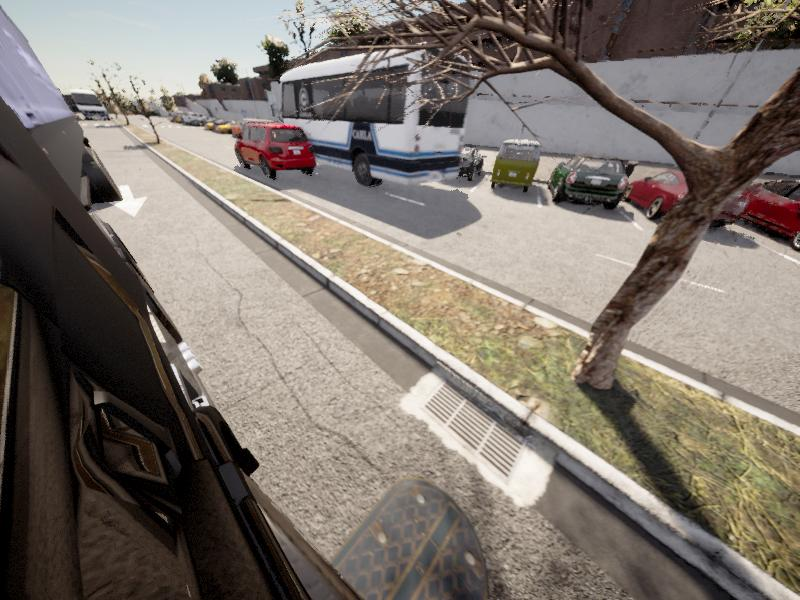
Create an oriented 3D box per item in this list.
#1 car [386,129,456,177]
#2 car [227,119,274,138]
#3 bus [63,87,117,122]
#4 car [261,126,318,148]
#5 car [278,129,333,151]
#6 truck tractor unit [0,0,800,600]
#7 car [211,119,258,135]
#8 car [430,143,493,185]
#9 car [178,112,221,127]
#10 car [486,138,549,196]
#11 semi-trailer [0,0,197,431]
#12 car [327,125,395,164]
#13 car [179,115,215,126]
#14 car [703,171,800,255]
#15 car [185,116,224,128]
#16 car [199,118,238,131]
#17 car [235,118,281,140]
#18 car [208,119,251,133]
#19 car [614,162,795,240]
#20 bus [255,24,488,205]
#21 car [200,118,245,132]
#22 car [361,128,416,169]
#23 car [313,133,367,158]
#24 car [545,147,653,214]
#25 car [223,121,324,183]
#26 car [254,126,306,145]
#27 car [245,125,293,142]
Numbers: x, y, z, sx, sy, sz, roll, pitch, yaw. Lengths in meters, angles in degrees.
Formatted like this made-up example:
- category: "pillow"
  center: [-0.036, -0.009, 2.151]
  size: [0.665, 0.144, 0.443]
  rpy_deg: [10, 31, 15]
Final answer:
- category: "car"
  center: [1.501, -9.386, 14.575]
  size: [2.435, 2.045, 5.566]
  rpy_deg: [18, 39, 18]
- category: "car"
  center: [-19.748, -22.749, 30.732]
  size: [2.185, 1.767, 4.553]
  rpy_deg: [18, 39, 17]
- category: "bus"
  center: [-56.668, -35.712, 42.465]
  size: [10.273, 4.253, 3.944]
  rpy_deg: [32, 46, 33]
- category: "car"
  center: [-11.319, -17.140, 24.285]
  size: [1.946, 1.575, 5.366]
  rpy_deg: [18, 39, 17]
- category: "car"
  center: [-9.137, -15.849, 22.815]
  size: [2.163, 1.488, 4.792]
  rpy_deg: [18, 39, 17]
- category: "truck tractor unit"
  center: [-2.645, -0.295, 0.351]
  size: [6.516, 4.208, 3.053]
  rpy_deg: [28, 44, 30]
- category: "car"
  center: [-24.059, -25.300, 33.873]
  size: [1.946, 1.575, 5.366]
  rpy_deg: [18, 39, 17]
- category: "car"
  center: [3.614, -7.864, 13.127]
  size: [2.231, 1.521, 4.892]
  rpy_deg: [17, 38, 18]
- category: "car"
  center: [-38.806, -35.156, 45.039]
  size: [2.435, 2.045, 5.566]
  rpy_deg: [18, 39, 18]
- category: "car"
  center: [5.798, -6.778, 11.467]
  size: [1.878, 1.987, 4.442]
  rpy_deg: [17, 38, 18]
- category: "semi-trailer"
  center: [-8.457, -3.782, 4.420]
  size: [14.254, 4.402, 2.717]
  rpy_deg: [31, 45, 32]
- category: "car"
  center: [-2.731, -12.086, 17.855]
  size: [2.435, 2.045, 5.566]
  rpy_deg: [17, 38, 18]
- category: "car"
  center: [-40.944, -36.295, 46.767]
  size: [2.097, 1.535, 5.008]
  rpy_deg: [18, 39, 17]
- category: "car"
  center: [12.115, -2.487, 6.647]
  size: [2.163, 1.488, 4.792]
  rpy_deg: [18, 39, 18]
- category: "car"
  center: [-36.698, -33.581, 43.573]
  size: [2.231, 1.521, 4.892]
  rpy_deg: [18, 39, 17]
- category: "car"
  center: [-30.352, -29.464, 38.808]
  size: [2.002, 1.452, 4.674]
  rpy_deg: [18, 39, 18]
- category: "car"
  center: [-17.644, -21.415, 29.007]
  size: [1.878, 1.987, 4.442]
  rpy_deg: [18, 39, 17]
- category: "car"
  center: [-26.097, -26.757, 35.644]
  size: [2.163, 1.488, 4.792]
  rpy_deg: [18, 39, 17]
- category: "car"
  center: [9.981, -3.836, 8.302]
  size: [2.002, 1.452, 4.674]
  rpy_deg: [17, 38, 18]
- category: "bus"
  center: [-2.100, -8.198, 10.887]
  size: [10.273, 4.253, 3.944]
  rpy_deg: [32, 46, 33]
- category: "car"
  center: [-28.300, -28.037, 37.054]
  size: [1.946, 1.575, 5.366]
  rpy_deg: [18, 39, 17]
- category: "car"
  center: [-0.661, -10.652, 16.141]
  size: [1.878, 1.987, 4.442]
  rpy_deg: [18, 39, 18]
- category: "car"
  center: [-4.882, -13.172, 19.618]
  size: [2.002, 1.452, 4.674]
  rpy_deg: [17, 39, 18]
- category: "car"
  center: [7.856, -5.287, 9.799]
  size: [2.185, 1.767, 4.553]
  rpy_deg: [17, 38, 18]
- category: "car"
  center: [-6.377, -7.535, 11.536]
  size: [5.566, 2.045, 2.150]
  rpy_deg: [32, 45, 33]
- category: "car"
  center: [-13.365, -18.579, 26.074]
  size: [2.163, 1.488, 4.792]
  rpy_deg: [18, 39, 18]
- category: "car"
  center: [-15.502, -19.910, 27.655]
  size: [2.002, 1.452, 4.674]
  rpy_deg: [18, 39, 18]
